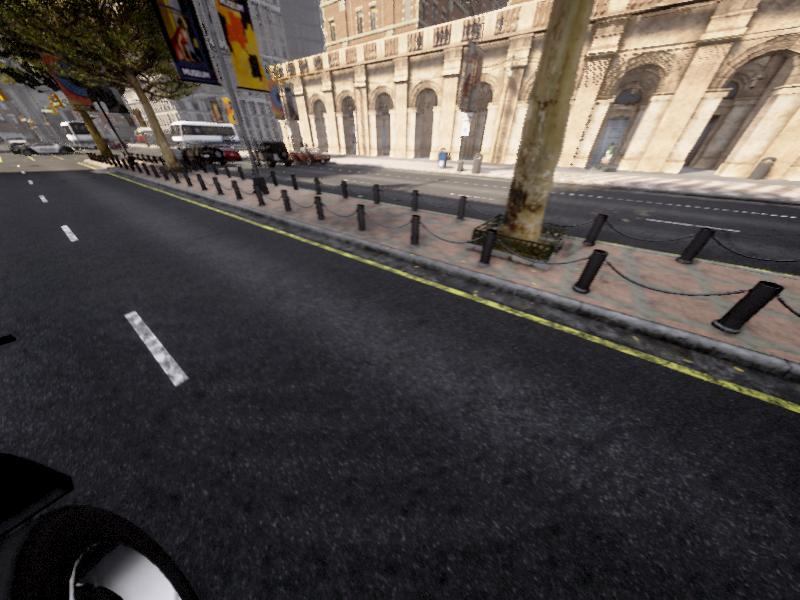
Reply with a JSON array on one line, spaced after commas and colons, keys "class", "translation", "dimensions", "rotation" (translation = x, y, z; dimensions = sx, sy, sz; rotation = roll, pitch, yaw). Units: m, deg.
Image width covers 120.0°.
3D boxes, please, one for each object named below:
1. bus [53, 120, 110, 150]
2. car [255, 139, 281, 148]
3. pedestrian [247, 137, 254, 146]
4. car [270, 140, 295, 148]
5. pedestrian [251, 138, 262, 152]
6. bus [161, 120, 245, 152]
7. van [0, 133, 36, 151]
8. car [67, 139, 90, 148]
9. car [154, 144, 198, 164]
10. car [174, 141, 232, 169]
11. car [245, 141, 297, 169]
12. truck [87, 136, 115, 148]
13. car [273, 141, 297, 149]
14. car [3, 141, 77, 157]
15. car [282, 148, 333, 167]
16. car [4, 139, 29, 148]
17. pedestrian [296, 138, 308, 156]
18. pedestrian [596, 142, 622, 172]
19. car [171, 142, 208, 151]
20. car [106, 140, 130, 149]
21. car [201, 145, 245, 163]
[{"class": "bus", "translation": [-61.340, -31.663, 44.511], "dimensions": [10.273, 4.253, 3.944], "rotation": [22, 41, 28]}, {"class": "car", "translation": [-30.987, -36.780, 54.293], "dimensions": [2.242, 1.667, 4.611], "rotation": [22, 40, 28]}, {"class": "pedestrian", "translation": [-38.268, -40.672, 59.266], "dimensions": [0.751, 1.860, 0.751], "rotation": [22, 41, 28]}, {"class": "car", "translation": [-27.231, -36.283, 53.747], "dimensions": [2.007, 1.525, 4.514], "rotation": [22, 41, 28]}, {"class": "pedestrian", "translation": [-23.519, -25.405, 37.769], "dimensions": [0.751, 1.860, 0.751], "rotation": [20, 40, 25]}, {"class": "bus", "translation": [-35.335, -29.903, 42.268], "dimensions": [3.944, 4.253, 10.273], "rotation": [17, 38, 23]}, {"class": "van", "translation": [-66.851, -27.619, 40.310], "dimensions": [6.366, 2.431, 2.351], "rotation": [22, 41, 28]}, {"class": "car", "translation": [-70.410, -34.360, 50.564], "dimensions": [5.366, 1.575, 1.801], "rotation": [22, 41, 28]}, {"class": "car", "translation": [-22.639, -14.831, 23.384], "dimensions": [3.633, 1.501, 1.845], "rotation": [22, 41, 28]}, {"class": "car", "translation": [-17.151, -12.726, 20.150], "dimensions": [4.605, 1.855, 1.932], "rotation": [22, 41, 28]}, {"class": "car", "translation": [-11.368, -12.834, 20.347], "dimensions": [3.866, 1.878, 1.905], "rotation": [22, 41, 28]}, {"class": "truck", "translation": [-68.315, -36.180, 52.714], "dimensions": [6.274, 2.098, 2.390], "rotation": [22, 41, 28]}, {"class": "car", "translation": [-25.388, -34.262, 50.944], "dimensions": [1.816, 1.474, 4.193], "rotation": [22, 41, 28]}, {"class": "car", "translation": [-47.018, -19.905, 30.342], "dimensions": [2.038, 1.542, 4.974], "rotation": [22, 41, 28]}, {"class": "car", "translation": [-8.984, -13.907, 22.398], "dimensions": [4.718, 1.301, 1.895], "rotation": [22, 41, 28]}, {"class": "car", "translation": [-78.995, -32.237, 47.535], "dimensions": [4.902, 1.511, 2.128], "rotation": [23, 41, 28]}, {"class": "pedestrian", "translation": [-12.952, -20.237, 30.545], "dimensions": [0.751, 1.860, 0.751], "rotation": [17, 38, 22]}, {"class": "pedestrian", "translation": [15.619, -10.714, 17.320], "dimensions": [0.751, 1.860, 0.751], "rotation": [22, 41, 28]}, {"class": "car", "translation": [-39.842, -29.299, 43.929], "dimensions": [1.895, 1.301, 4.718], "rotation": [22, 41, 28]}, {"class": "car", "translation": [-56.009, -30.872, 45.876], "dimensions": [4.674, 1.442, 1.812], "rotation": [21, 40, 26]}, {"class": "car", "translation": [-19.059, -15.760, 24.875], "dimensions": [4.181, 1.385, 1.994], "rotation": [22, 41, 28]}]
